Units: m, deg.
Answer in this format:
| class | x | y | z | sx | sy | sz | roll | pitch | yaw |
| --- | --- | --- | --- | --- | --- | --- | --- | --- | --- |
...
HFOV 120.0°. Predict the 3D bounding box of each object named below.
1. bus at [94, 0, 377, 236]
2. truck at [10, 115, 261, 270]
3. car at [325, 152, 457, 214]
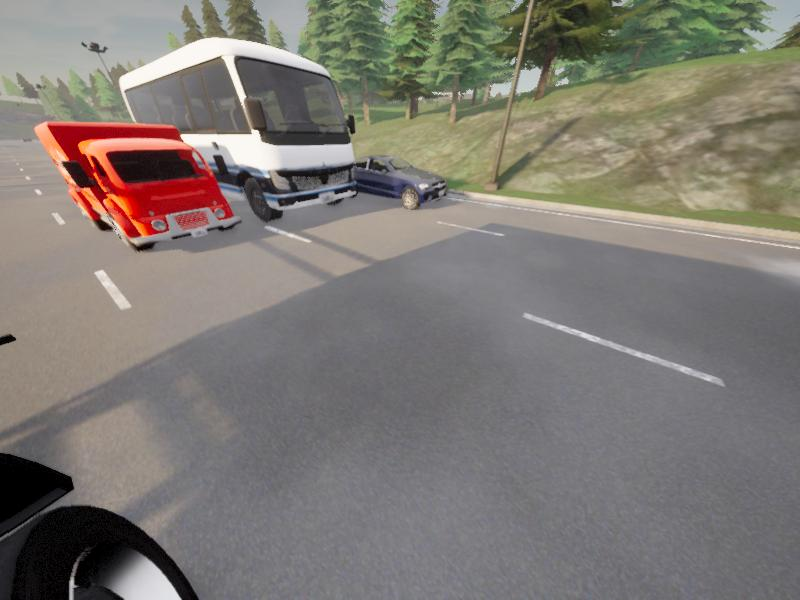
| class | x | y | z | sx | sy | sz | roll | pitch | yaw |
| --- | --- | --- | --- | --- | --- | --- | --- | --- | --- |
| bus | -6.221 | -6.160 | 8.877 | 10.273 | 4.253 | 3.944 | 22 | 41 | 28 |
| truck | -6.786 | -3.111 | 6.097 | 5.204 | 2.467 | 2.627 | 22 | 41 | 28 |
| car | -0.488 | -5.118 | 9.740 | 5.027 | 1.651 | 2.152 | 22 | 41 | 28 |
